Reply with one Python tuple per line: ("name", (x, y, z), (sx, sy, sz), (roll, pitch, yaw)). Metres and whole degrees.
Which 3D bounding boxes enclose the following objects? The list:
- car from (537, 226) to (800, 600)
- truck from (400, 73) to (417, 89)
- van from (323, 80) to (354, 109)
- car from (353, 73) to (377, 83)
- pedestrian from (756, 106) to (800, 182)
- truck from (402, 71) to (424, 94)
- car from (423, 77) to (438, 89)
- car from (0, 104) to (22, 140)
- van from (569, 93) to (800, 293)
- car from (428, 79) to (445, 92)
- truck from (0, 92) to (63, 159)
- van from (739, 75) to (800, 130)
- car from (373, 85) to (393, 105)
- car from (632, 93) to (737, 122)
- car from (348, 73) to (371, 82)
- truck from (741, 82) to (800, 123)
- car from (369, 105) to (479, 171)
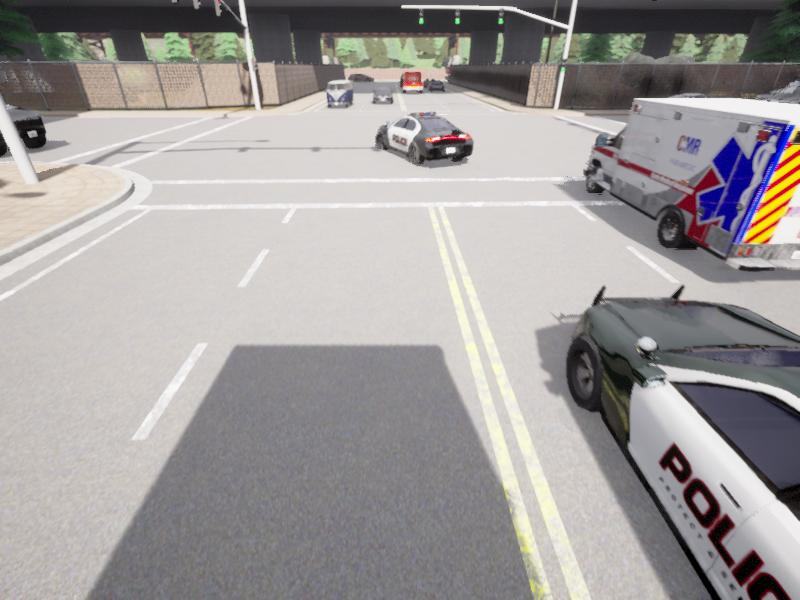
("car", (2.812, 1.129, 2.562), (2.038, 1.542, 4.974), (-1, 30, -1))
("truck", (1.296, -35.113, 63.954), (2.390, 2.098, 6.274), (-1, 30, -1))
("van", (-5.074, -17.419, 33.813), (1.775, 1.987, 4.442), (1, 30, 1))
("car", (-7.406, -46.978, 84.685), (4.856, 1.649, 2.033), (21, 36, 31))
("pedestrian", (11.003, -4.359, 11.224), (0.751, 1.860, 0.751), (10, 32, 16))
("truck", (1.593, -28.234, 51.827), (2.627, 2.467, 5.204), (-1, 30, -1))
("car", (4.800, -34.731, 64.008), (1.970, 1.475, 3.806), (-1, 30, -1))
("car", (-21.237, -8.113, 18.365), (5.357, 1.411, 2.033), (-1, 30, -1))
("van", (6.167, -2.772, 8.342), (2.351, 2.431, 6.366), (-1, 30, -1))
("car", (5.009, -29.772, 55.531), (1.994, 1.385, 4.181), (-1, 30, -1))
("truck", (-17.299, -6.688, 15.234), (6.274, 2.098, 2.390), (-1, 30, -1))
("van", (22.714, -10.785, 21.837), (5.915, 2.561, 1.988), (-1, 30, -1))
("car", (-1.574, -19.347, 37.650), (1.812, 1.442, 4.674), (-1, 30, -1))
("car", (17.683, -12.065, 25.055), (4.892, 1.490, 1.837), (0, 30, 0))
("car", (-8.906, -49.176, 88.442), (4.856, 1.649, 2.033), (0, 30, -1))
("truck", (25.799, -12.390, 25.018), (6.274, 2.098, 2.390), (-1, 30, -1))
("car", (0.681, -6.344, 15.283), (2.038, 1.542, 4.974), (-14, 33, -21))
